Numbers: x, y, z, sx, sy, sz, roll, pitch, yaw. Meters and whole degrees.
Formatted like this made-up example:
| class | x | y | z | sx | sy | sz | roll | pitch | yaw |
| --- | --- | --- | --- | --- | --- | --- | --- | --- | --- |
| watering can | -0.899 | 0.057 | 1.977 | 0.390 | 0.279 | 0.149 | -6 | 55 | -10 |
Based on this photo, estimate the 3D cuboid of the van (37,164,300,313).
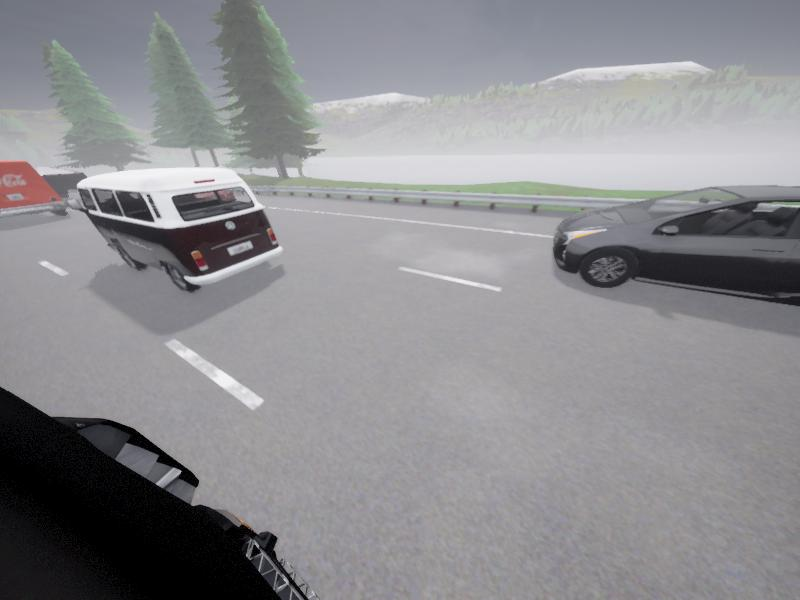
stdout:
| class | x | y | z | sx | sy | sz | roll | pitch | yaw |
| --- | --- | --- | --- | --- | --- | --- | --- | --- | --- |
| van | -4.841 | -1.680 | 5.031 | 4.480 | 2.038 | 2.069 | 15 | 37 | 25 |

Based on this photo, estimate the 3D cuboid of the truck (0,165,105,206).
| class | x | y | z | sx | sy | sz | roll | pitch | yaw |
| --- | --- | --- | --- | --- | --- | --- | --- | --- | --- |
| truck | -24.279 | -7.904 | 15.824 | 6.274 | 2.098 | 2.390 | 10 | 35 | 18 |

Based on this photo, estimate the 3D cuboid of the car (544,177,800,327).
| class | x | y | z | sx | sy | sz | roll | pitch | yaw |
| --- | --- | --- | --- | --- | --- | --- | --- | --- | --- |
| car | 5.147 | -0.950 | 3.681 | 4.514 | 1.525 | 2.007 | 16 | 38 | 26 |

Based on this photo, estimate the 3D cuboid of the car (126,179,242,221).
| class | x | y | z | sx | sy | sz | roll | pitch | yaw |
| --- | --- | --- | --- | --- | --- | --- | --- | --- | --- |
| car | -10.072 | -4.789 | 10.811 | 4.718 | 1.301 | 1.895 | 13 | 36 | 22 |

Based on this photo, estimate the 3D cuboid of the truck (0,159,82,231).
| class | x | y | z | sx | sy | sz | roll | pitch | yaw |
| --- | --- | --- | --- | --- | --- | --- | --- | --- | --- |
| truck | -18.786 | -4.997 | 10.692 | 5.204 | 2.467 | 2.627 | 12 | 36 | 20 |

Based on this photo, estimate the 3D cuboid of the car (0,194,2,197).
| class | x | y | z | sx | sy | sz | roll | pitch | yaw |
| --- | --- | --- | --- | --- | --- | --- | --- | --- | --- |
| car | -37.692 | -9.454 | 19.863 | 4.718 | 1.301 | 1.895 | 7 | 34 | 14 |
